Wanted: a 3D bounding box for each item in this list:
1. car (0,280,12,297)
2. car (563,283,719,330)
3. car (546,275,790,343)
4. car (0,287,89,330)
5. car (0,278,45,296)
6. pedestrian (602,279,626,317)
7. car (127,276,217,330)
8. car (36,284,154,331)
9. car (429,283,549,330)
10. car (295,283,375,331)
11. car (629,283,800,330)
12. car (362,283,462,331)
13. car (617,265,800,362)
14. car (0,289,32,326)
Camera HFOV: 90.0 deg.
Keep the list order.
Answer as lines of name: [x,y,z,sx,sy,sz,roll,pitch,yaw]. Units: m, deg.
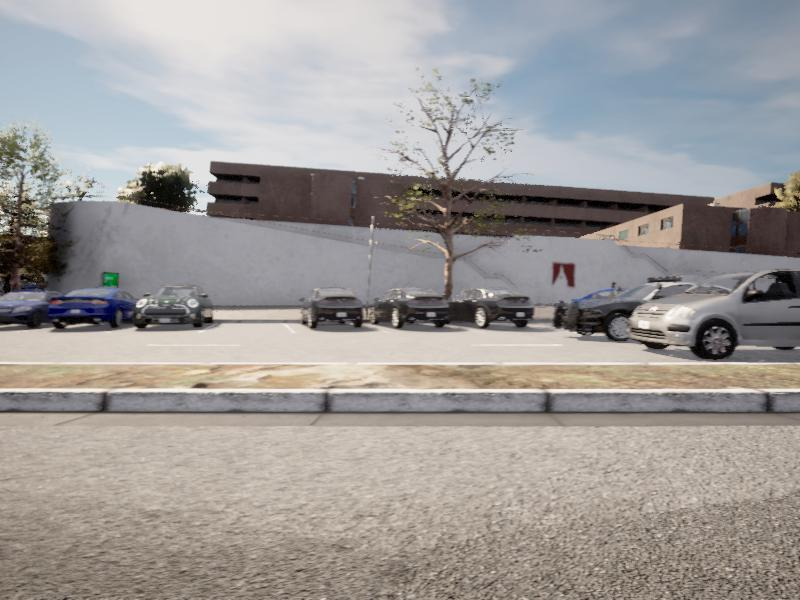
car: [-51.507,-1.523,49.871,4.442,1.987,1.878,3,4,3]
car: [9.093,0.258,15.743,2.097,1.535,5.008,1,-1,-21]
car: [6.842,0.208,10.639,5.238,1.638,1.930,0,0,-1]
car: [-14.537,0.322,15.831,2.002,1.452,4.674,0,-1,-17]
car: [-50.470,-1.722,52.620,5.566,2.045,2.435,3,5,3]
pedestrian: [11.016,-0.090,20.625,0.751,1.860,0.751,4,0,2]
car: [-8.646,0.142,15.677,2.185,1.767,4.553,0,-1,-18]
car: [-11.589,0.273,15.718,2.097,1.535,5.008,0,-1,-18]
car: [3.181,0.254,15.598,2.231,1.521,4.892,0,-1,-20]
car: [-2.734,0.258,15.563,2.231,1.521,4.892,0,-1,-19]
car: [12.054,0.265,15.826,2.097,1.535,5.008,1,-1,-21]
car: [0.222,0.255,15.568,2.231,1.521,4.892,0,-1,-20]
car: [6.636,0.227,7.639,3.988,1.617,1.851,0,0,-1]
car: [-17.493,0.292,15.955,2.231,1.521,4.892,0,-1,-17]
